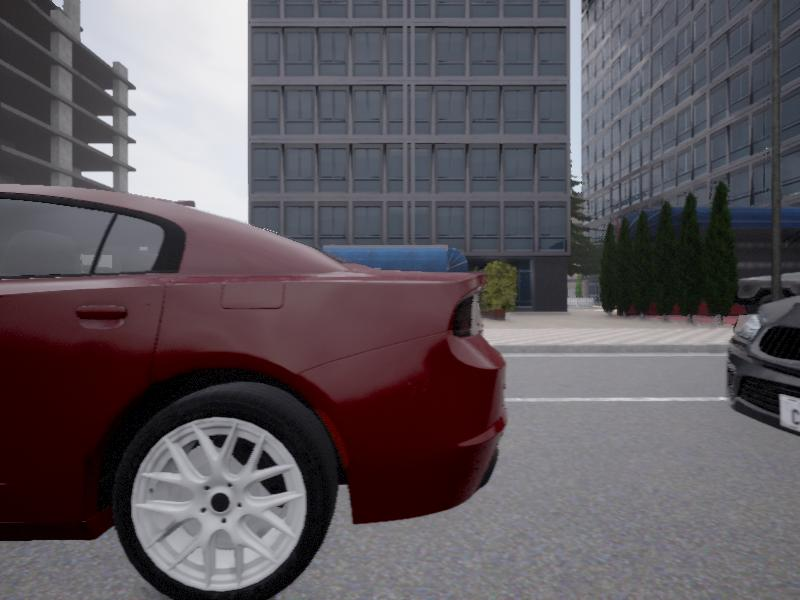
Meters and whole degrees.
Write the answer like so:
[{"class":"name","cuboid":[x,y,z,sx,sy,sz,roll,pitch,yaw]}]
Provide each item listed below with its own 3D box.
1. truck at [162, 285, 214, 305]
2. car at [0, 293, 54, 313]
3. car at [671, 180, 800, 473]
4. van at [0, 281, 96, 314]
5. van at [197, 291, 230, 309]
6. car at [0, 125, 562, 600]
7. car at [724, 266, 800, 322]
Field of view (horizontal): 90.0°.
[{"class":"truck","cuboid":[-39.937,-0.921,75.546,8.468,3.827,2.891,0,0,7]},{"class":"car","cuboid":[-31.932,0.247,33.184,1.801,1.575,5.366,0,0,0]},{"class":"car","cuboid":[4.583,0.149,2.238,4.611,1.667,2.242,0,0,0]},{"class":"van","cuboid":[-28.432,-0.182,32.657,2.351,2.431,6.366,0,0,0]},{"class":"van","cuboid":[-21.469,0.027,46.319,1.775,1.987,4.442,0,0,0]},{"class":"car","cuboid":[-2.003,0.226,2.178,5.008,1.535,1.882,0,0,0]},{"class":"car","cuboid":[16.750,-0.224,15.478,6.274,2.098,2.390,0,0,30]}]
